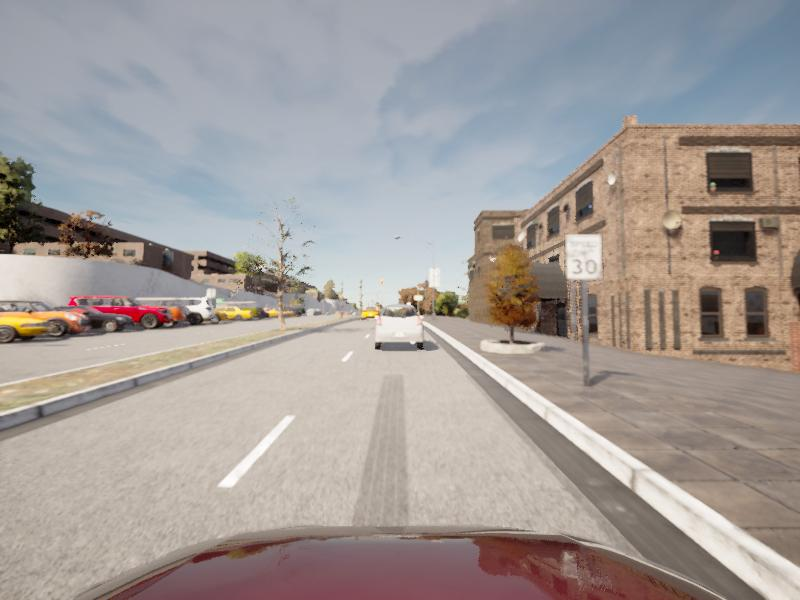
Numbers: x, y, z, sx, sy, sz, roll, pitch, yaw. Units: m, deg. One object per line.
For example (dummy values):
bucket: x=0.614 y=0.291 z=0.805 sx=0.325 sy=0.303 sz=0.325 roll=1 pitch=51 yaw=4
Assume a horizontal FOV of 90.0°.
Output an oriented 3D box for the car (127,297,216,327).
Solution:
car: x=-17.053 y=0.869 z=30.258 sx=5.566 sy=2.045 sz=2.435 roll=0 pitch=-1 yaw=-20

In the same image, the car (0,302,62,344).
car: x=-16.822 y=0.902 z=15.457 sx=5.366 sy=1.575 sz=1.946 roll=-1 pitch=-1 yaw=-20

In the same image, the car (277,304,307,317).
car: x=-16.988 y=1.634 z=63.067 sx=4.442 sy=1.987 sz=1.878 roll=0 pitch=-2 yaw=-20

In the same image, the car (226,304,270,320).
car: x=-17.089 y=1.326 z=45.147 sx=4.553 sy=1.767 sz=2.185 roll=0 pitch=-2 yaw=-20

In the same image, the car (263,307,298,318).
car: x=-17.084 y=1.764 z=57.064 sx=4.674 sy=1.452 sz=2.002 roll=0 pitch=-2 yaw=-20

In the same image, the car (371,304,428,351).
car: x=-0.026 y=0.900 z=14.726 sx=1.845 sy=1.501 sz=3.633 roll=0 pitch=0 yaw=0

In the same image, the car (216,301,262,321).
car: x=-16.947 y=1.157 z=42.224 sx=4.442 sy=1.987 sz=1.878 roll=0 pitch=-2 yaw=-20

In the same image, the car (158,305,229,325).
car: x=-17.037 y=1.182 z=33.244 sx=5.008 sy=1.535 sz=2.097 roll=0 pitch=-2 yaw=-20

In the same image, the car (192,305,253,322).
car: x=-17.217 y=1.313 z=39.129 sx=5.366 sy=1.575 sz=1.946 roll=0 pitch=-1 yaw=-20

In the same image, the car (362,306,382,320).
car: x=-3.107 y=1.429 z=44.621 sx=1.882 sy=1.535 sz=5.008 roll=0 pitch=-1 yaw=0

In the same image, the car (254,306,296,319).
car: x=-16.903 y=1.652 z=54.152 sx=5.366 sy=1.575 sz=1.946 roll=0 pitch=-2 yaw=-20

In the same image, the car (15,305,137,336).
car: x=-17.009 y=1.015 z=21.337 sx=4.674 sy=1.452 sz=2.002 roll=-1 pitch=-1 yaw=-20

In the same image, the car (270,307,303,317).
car: x=-17.083 y=1.832 z=60.037 sx=4.674 sy=1.452 sz=2.002 roll=0 pitch=-1 yaw=-20

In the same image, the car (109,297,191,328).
car: x=-16.914 y=0.840 z=27.336 sx=4.442 sy=1.987 sz=1.878 roll=0 pitch=-1 yaw=-20

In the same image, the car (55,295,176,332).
car: x=-16.991 y=0.767 z=24.334 sx=5.566 sy=2.045 sz=2.435 roll=0 pitch=-1 yaw=-20

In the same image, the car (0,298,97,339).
car: x=-17.032 y=0.814 z=18.354 sx=4.553 sy=1.767 sz=2.185 roll=-1 pitch=-1 yaw=-20
